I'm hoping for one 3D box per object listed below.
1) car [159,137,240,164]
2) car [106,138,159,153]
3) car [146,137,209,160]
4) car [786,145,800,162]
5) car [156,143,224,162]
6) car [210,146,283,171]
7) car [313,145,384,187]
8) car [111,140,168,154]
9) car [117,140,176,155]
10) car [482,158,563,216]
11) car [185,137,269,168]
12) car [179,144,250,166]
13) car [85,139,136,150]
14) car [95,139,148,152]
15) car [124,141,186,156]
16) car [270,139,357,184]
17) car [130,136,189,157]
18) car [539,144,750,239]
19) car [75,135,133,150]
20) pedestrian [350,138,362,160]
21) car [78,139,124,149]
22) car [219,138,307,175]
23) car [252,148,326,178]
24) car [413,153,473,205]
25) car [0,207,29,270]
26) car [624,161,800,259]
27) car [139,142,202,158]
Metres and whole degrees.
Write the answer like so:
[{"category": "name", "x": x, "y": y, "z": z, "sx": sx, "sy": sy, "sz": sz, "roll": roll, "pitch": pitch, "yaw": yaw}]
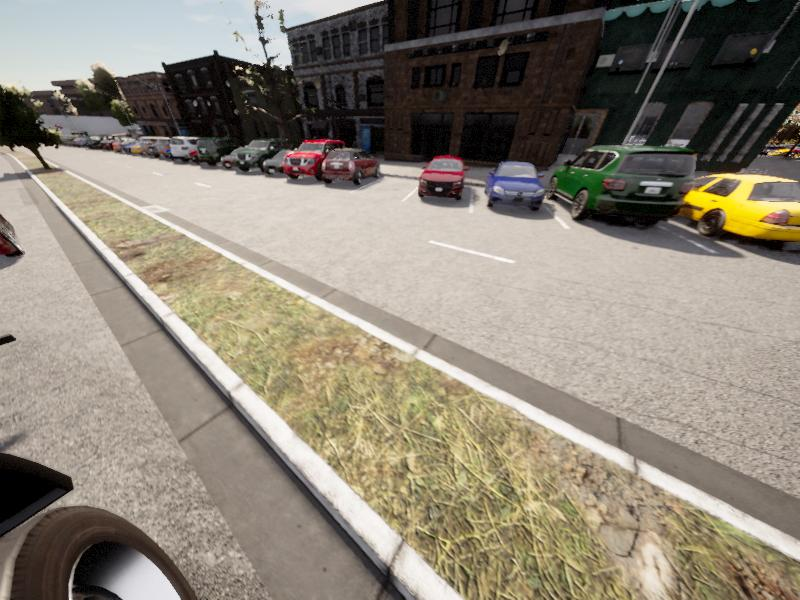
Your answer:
[{"category": "car", "x": -19.962, "y": -15.289, "z": 23.477, "sx": 2.435, "sy": 2.045, "sz": 5.566, "roll": 9, "pitch": 35, "yaw": 12}, {"category": "car", "x": -39.823, "y": -23.179, "z": 34.594, "sx": 2.185, "sy": 1.767, "sz": 4.553, "roll": 8, "pitch": 35, "yaw": 11}, {"category": "car", "x": -24.922, "y": -17.204, "z": 26.163, "sx": 1.878, "sy": 1.987, "sz": 4.442, "roll": 9, "pitch": 35, "yaw": 11}, {"category": "car", "x": 44.130, "y": -14.662, "z": 23.235, "sx": 5.366, "sy": 1.575, "sz": 1.946, "roll": 10, "pitch": 37, "yaw": 12}, {"category": "car", "x": -22.431, "y": -16.076, "z": 24.992, "sx": 2.097, "sy": 1.535, "sz": 5.008, "roll": 10, "pitch": 36, "yaw": 12}, {"category": "car", "x": -12.580, "y": -12.003, "z": 19.409, "sx": 2.163, "sy": 1.488, "sz": 4.792, "roll": 10, "pitch": 36, "yaw": 12}, {"category": "car", "x": -2.731, "y": -8.094, "z": 13.737, "sx": 2.185, "sy": 1.767, "sz": 4.553, "roll": 9, "pitch": 35, "yaw": 12}, {"category": "car", "x": -37.313, "y": -22.091, "z": 33.308, "sx": 2.231, "sy": 1.521, "sz": 4.892, "roll": 9, "pitch": 35, "yaw": 11}, {"category": "car", "x": -34.805, "y": -21.106, "z": 31.947, "sx": 2.097, "sy": 1.535, "sz": 5.008, "roll": 9, "pitch": 35, "yaw": 11}, {"category": "car", "x": 4.683, "y": -4.928, "z": 9.636, "sx": 2.002, "sy": 1.452, "sz": 4.674, "roll": 10, "pitch": 36, "yaw": 12}, {"category": "car", "x": -15.035, "y": -13.275, "z": 20.690, "sx": 2.435, "sy": 2.045, "sz": 5.566, "roll": 9, "pitch": 35, "yaw": 12}, {"category": "car", "x": -17.502, "y": -14.061, "z": 22.205, "sx": 2.097, "sy": 1.535, "sz": 5.008, "roll": 10, "pitch": 36, "yaw": 12}, {"category": "car", "x": -49.923, "y": -26.972, "z": 40.040, "sx": 2.097, "sy": 1.535, "sz": 5.008, "roll": 8, "pitch": 35, "yaw": 9}, {"category": "car", "x": -44.856, "y": -25.044, "z": 37.382, "sx": 2.097, "sy": 1.535, "sz": 5.008, "roll": 8, "pitch": 35, "yaw": 10}, {"category": "car", "x": -32.286, "y": -20.207, "z": 30.707, "sx": 1.946, "sy": 1.575, "sz": 5.366, "roll": 9, "pitch": 35, "yaw": 11}, {"category": "car", "x": -5.178, "y": -9.209, "z": 15.064, "sx": 2.435, "sy": 2.045, "sz": 5.566, "roll": 10, "pitch": 36, "yaw": 12}, {"category": "car", "x": -29.870, "y": -19.219, "z": 28.949, "sx": 1.878, "sy": 1.987, "sz": 4.442, "roll": 9, "pitch": 35, "yaw": 11}, {"category": "car", "x": 7.154, "y": -4.173, "z": 8.081, "sx": 2.435, "sy": 2.045, "sz": 5.566, "roll": 9, "pitch": 35, "yaw": 12}, {"category": "car", "x": -52.479, "y": -28.108, "z": 41.177, "sx": 2.435, "sy": 2.045, "sz": 5.566, "roll": 8, "pitch": 35, "yaw": 9}, {"category": "pedestrian", "x": -4.516, "y": -15.439, "z": 23.589, "sx": 0.751, "sy": 1.860, "sz": 0.751, "roll": 21, "pitch": 40, "yaw": 24}, {"category": "car", "x": -55.050, "y": -28.824, "z": 42.661, "sx": 2.002, "sy": 1.452, "sz": 4.674, "roll": 7, "pitch": 35, "yaw": 9}, {"category": "car", "x": -10.109, "y": -11.227, "z": 17.856, "sx": 2.435, "sy": 2.045, "sz": 5.566, "roll": 10, "pitch": 36, "yaw": 12}, {"category": "car", "x": -7.650, "y": -9.987, "z": 16.621, "sx": 2.163, "sy": 1.488, "sz": 4.792, "roll": 10, "pitch": 36, "yaw": 12}, {"category": "car", "x": 2.212, "y": -5.980, "z": 11.028, "sx": 2.097, "sy": 1.535, "sz": 5.008, "roll": 10, "pitch": 36, "yaw": 12}, {"category": "car", "x": -10.181, "y": -1.578, "z": 4.823, "sx": 4.181, "sy": 1.385, "sz": 1.994, "roll": 22, "pitch": 41, "yaw": 28}, {"category": "car", "x": 9.670, "y": -3.047, "z": 6.929, "sx": 1.946, "sy": 1.575, "sz": 5.366, "roll": 9, "pitch": 35, "yaw": 12}, {"category": "car", "x": -27.368, "y": -18.084, "z": 27.821, "sx": 2.163, "sy": 1.488, "sz": 4.792, "roll": 9, "pitch": 35, "yaw": 12}]
